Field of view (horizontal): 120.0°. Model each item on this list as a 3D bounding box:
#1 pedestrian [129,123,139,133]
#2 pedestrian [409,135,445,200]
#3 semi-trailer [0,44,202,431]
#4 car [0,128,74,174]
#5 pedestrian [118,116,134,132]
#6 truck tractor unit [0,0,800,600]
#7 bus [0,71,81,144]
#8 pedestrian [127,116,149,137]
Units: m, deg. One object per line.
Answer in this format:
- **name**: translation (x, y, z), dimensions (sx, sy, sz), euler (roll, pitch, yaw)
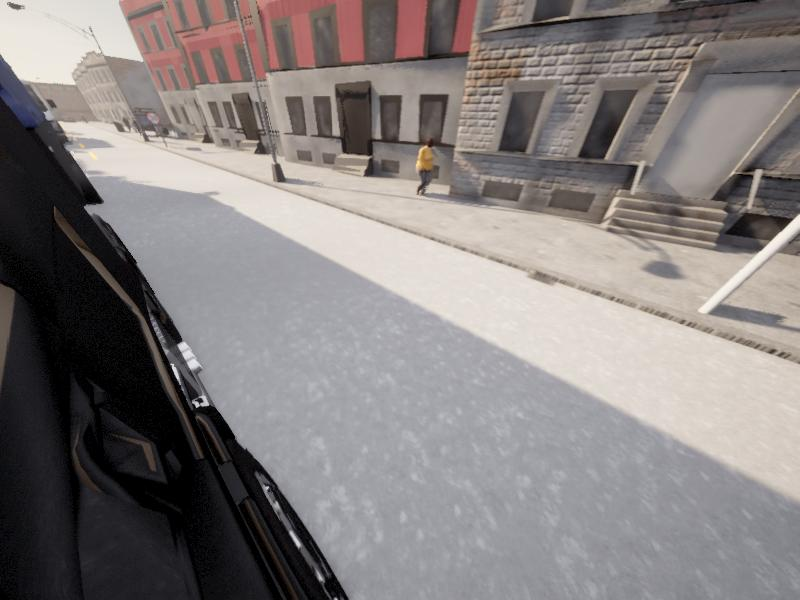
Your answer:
- **pedestrian**: translation (-36.427, -23.511, 31.636), dimensions (0.500, 1.100, 0.500), euler (-27, 46, -34)
- **pedestrian**: translation (0.894, -4.608, 8.066), dimensions (0.751, 1.860, 0.751), euler (-27, 46, -34)
- **semi-trailer**: translation (-8.698, -3.601, 4.233), dimensions (14.254, 4.402, 2.717), euler (28, 44, 30)
- **car**: translation (-18.211, -7.434, 11.289), dimensions (5.357, 1.411, 2.033), euler (28, 44, 30)
- **pedestrian**: translation (-40.519, -26.106, 34.213), dimensions (0.751, 1.860, 0.751), euler (30, 45, 32)
- **truck tractor unit**: translation (-2.645, -0.295, 0.351), dimensions (6.516, 4.208, 3.053), euler (28, 44, 30)
- **bus**: translation (-32.445, -16.307, 19.884), dimensions (10.273, 4.253, 3.944), euler (27, 43, 31)
- **pedestrian**: translation (-30.247, -19.991, 26.686), dimensions (0.751, 1.860, 0.751), euler (19, 40, 21)
